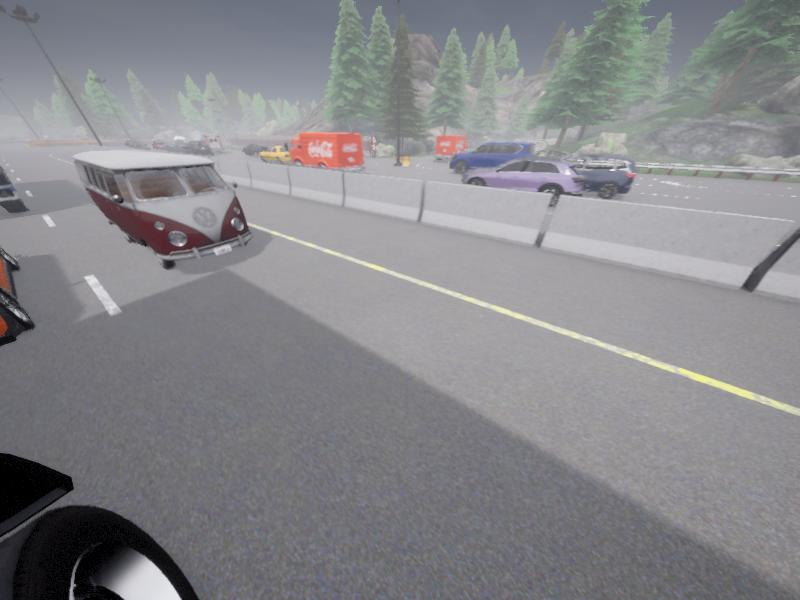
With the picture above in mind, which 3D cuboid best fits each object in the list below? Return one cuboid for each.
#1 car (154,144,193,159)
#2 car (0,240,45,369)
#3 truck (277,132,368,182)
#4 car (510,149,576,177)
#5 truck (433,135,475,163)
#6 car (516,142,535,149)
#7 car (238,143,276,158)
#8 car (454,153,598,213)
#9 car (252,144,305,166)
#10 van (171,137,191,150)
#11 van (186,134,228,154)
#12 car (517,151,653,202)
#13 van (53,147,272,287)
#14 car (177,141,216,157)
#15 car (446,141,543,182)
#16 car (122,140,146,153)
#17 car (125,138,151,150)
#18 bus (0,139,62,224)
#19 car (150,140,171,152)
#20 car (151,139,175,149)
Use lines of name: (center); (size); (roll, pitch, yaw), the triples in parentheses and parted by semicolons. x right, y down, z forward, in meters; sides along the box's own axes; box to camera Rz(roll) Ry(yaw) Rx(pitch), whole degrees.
car: (-27.823, -18.282, 28.381); (4.181, 1.385, 1.994); (22, 40, 27)
car: (-6.957, -0.331, 2.755); (4.553, 1.767, 2.097); (22, 40, 27)
truck: (-5.078, -9.636, 15.389); (5.204, 2.467, 2.627); (22, 41, 27)
car: (10.628, -10.325, 17.296); (3.705, 1.549, 1.789); (22, 40, 28)
truck: (6.296, -17.616, 26.813); (2.627, 2.467, 5.204); (21, 40, 27)
car: (32.378, -39.817, 59.421); (4.902, 1.511, 2.128); (-25, 42, -31)
car: (-18.771, -19.606, 30.239); (4.892, 1.490, 1.837); (22, 41, 27)
car: (5.132, -5.208, 9.931); (4.856, 1.649, 2.033); (22, 40, 27)
car: (-12.140, -14.545, 23.047); (5.366, 1.575, 1.801); (22, 40, 27)
van: (-43.553, -31.261, 46.059); (2.069, 2.038, 4.480); (-22, 41, -28)
van: (-30.615, -24.731, 36.581); (6.366, 2.431, 2.351); (22, 41, 27)
car: (8.693, -6.247, 11.401); (4.611, 1.667, 2.242); (22, 40, 27)
van: (-5.333, -2.207, 5.261); (4.442, 1.987, 1.775); (22, 41, 27)
car: (-28.106, -20.964, 31.920); (4.611, 1.667, 2.242); (22, 40, 27)
car: (6.352, -9.786, 16.074); (5.566, 2.045, 2.150); (22, 41, 27)
car: (-43.317, -25.013, 37.616); (3.705, 1.549, 1.789); (28, 44, 33)
car: (-51.625, -30.829, 45.583); (2.097, 1.767, 4.553); (-20, 40, -26)
bus: (-17.014, -5.442, 7.775); (10.273, 4.253, 3.944); (22, 40, 27)
car: (-42.316, -27.214, 40.791); (2.007, 1.525, 4.514); (-28, 44, -34)
car: (-49.591, -32.701, 48.475); (2.242, 1.667, 4.611); (-18, 39, -24)
